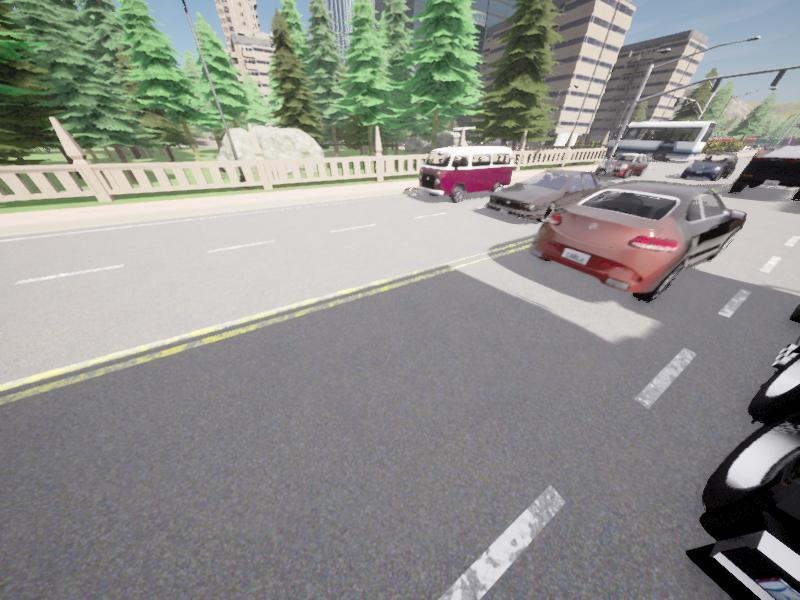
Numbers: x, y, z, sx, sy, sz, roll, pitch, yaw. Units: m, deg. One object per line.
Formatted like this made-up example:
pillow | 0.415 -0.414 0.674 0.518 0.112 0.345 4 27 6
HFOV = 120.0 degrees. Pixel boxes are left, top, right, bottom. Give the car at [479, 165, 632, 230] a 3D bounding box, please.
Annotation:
car | 5.749 -3.993 8.540 5.357 1.411 2.033 -18 39 -24

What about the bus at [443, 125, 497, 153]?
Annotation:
bus | 13.910 -32.782 47.379 3.944 4.253 10.273 -19 38 -25

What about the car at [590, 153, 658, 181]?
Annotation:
car | 16.258 -9.763 16.825 3.806 1.475 1.970 -18 39 -24

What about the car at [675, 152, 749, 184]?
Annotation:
car | 21.603 -9.249 16.022 3.988 1.617 1.851 -18 39 -24

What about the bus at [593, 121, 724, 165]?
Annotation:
bus | 33.705 -21.326 31.142 3.944 4.253 10.273 -18 40 -24

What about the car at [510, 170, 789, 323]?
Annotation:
car | 5.127 -1.566 4.858 5.027 1.651 2.152 -18 39 -24

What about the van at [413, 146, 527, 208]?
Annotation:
van | 3.051 -5.687 10.383 4.480 2.038 2.069 -18 39 -25

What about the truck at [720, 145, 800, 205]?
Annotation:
truck | 19.686 -6.511 11.652 6.274 2.098 2.390 -18 39 -24

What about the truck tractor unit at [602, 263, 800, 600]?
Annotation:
truck tractor unit | 5.106 -0.307 0.778 6.516 4.208 3.053 -19 39 -24
